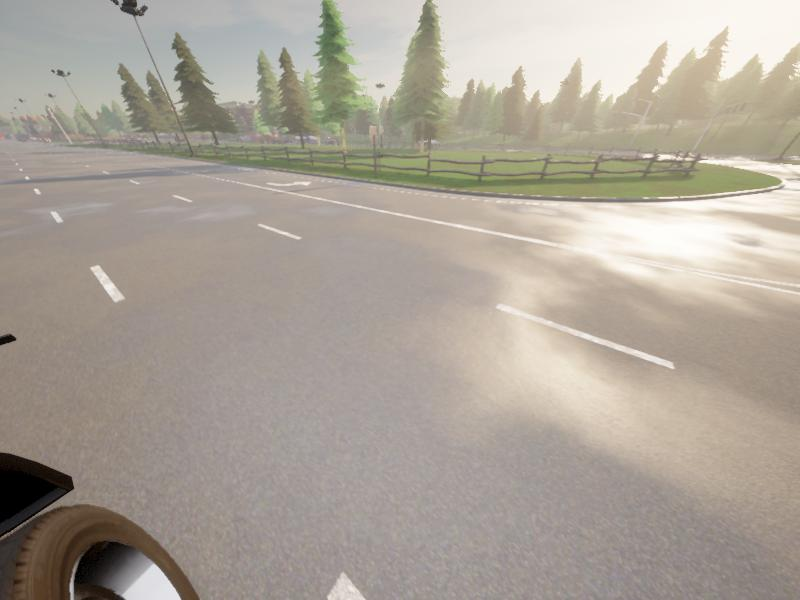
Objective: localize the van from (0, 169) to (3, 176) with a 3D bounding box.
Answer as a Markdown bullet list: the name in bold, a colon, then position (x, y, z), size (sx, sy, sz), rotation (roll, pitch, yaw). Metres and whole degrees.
- **van**: position (-29.000, -9.497, 15.382), size (4.442, 1.987, 1.775), rotation (22, 41, 28)

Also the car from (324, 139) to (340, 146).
- **car**: position (-22.563, -52.082, 76.358), size (5.027, 1.651, 2.152), rotation (22, 41, 28)

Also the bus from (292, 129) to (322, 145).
- **bus**: position (-32.712, -57.361, 81.215), size (10.273, 4.253, 3.944), rotation (22, 41, 28)
